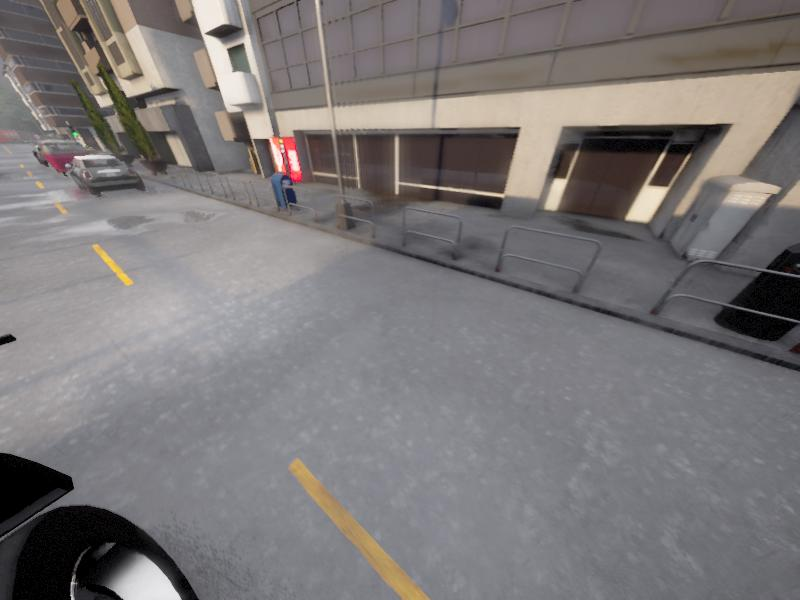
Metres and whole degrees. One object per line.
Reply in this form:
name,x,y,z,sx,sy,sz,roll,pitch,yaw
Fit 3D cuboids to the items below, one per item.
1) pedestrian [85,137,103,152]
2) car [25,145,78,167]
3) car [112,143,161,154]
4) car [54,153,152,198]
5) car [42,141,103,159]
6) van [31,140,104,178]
pedestrian,-46.540,-23.612,35.133,0.751,1.860,0.751,20,40,26
car,-32.062,-13.342,21.273,3.806,1.475,1.970,22,41,28
car,-41.549,-24.071,36.557,1.895,1.301,4.718,22,41,28
car,-14.378,-6.134,11.203,3.806,1.475,1.970,22,41,28
car,-39.964,-18.506,28.439,1.801,1.575,5.366,-12,37,-17
van,-22.901,-9.818,15.910,4.442,1.987,1.775,22,41,28
